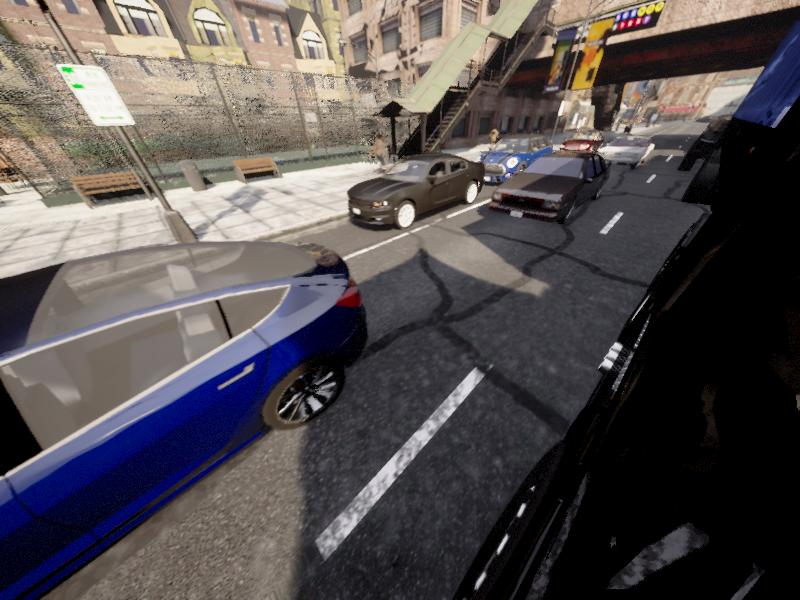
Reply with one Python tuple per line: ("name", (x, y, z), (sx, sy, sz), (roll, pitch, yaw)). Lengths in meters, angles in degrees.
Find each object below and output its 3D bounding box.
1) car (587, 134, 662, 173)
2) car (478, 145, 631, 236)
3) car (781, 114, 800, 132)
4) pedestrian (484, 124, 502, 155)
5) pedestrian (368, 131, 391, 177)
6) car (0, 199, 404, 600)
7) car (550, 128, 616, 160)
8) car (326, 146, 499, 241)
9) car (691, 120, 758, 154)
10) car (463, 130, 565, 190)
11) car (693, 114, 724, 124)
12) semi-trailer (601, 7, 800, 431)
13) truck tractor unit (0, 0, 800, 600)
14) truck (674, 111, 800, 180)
("car", (12.256, -8.084, 12.570), (4.718, 1.301, 1.895), (-31, 45, -32))
("car", (4.849, -3.644, 7.036), (5.357, 1.411, 2.033), (-31, 45, -32))
("car", (48.280, -21.161, 27.549), (4.974, 1.542, 2.038), (-31, 45, -32))
("pedestrian", (7.098, -12.277, 17.707), (0.751, 1.860, 0.751), (22, 44, 30))
("pedestrian", (-1.015, -7.404, 11.723), (0.751, 1.860, 0.751), (-24, 42, -25))
("car", (-2.462, 0.748, 1.570), (4.792, 1.488, 2.163), (-31, 45, -32))
("car", (13.008, -11.140, 16.393), (4.892, 1.521, 2.231), (-31, 46, -33))
("car", (0.668, -3.582, 7.094), (5.008, 1.535, 2.097), (-31, 46, -33))
("car", (22.381, -11.422, 16.096), (5.238, 1.638, 1.930), (-31, 45, -32))
("car", (5.203, -6.547, 10.551), (4.553, 1.767, 2.185), (-31, 46, -33))
("car", (77.049, -45.201, 57.761), (2.242, 1.667, 4.611), (8, 38, 13))
("semi-trailer", (8.530, -3.718, 4.382), (14.254, 4.402, 2.717), (-30, 45, -31))
("truck tractor unit", (2.645, -0.295, 0.351), (6.516, 4.208, 3.053), (-28, 44, -30))
("truck", (15.517, -7.417, 10.851), (6.274, 2.098, 2.390), (-31, 45, -32))
